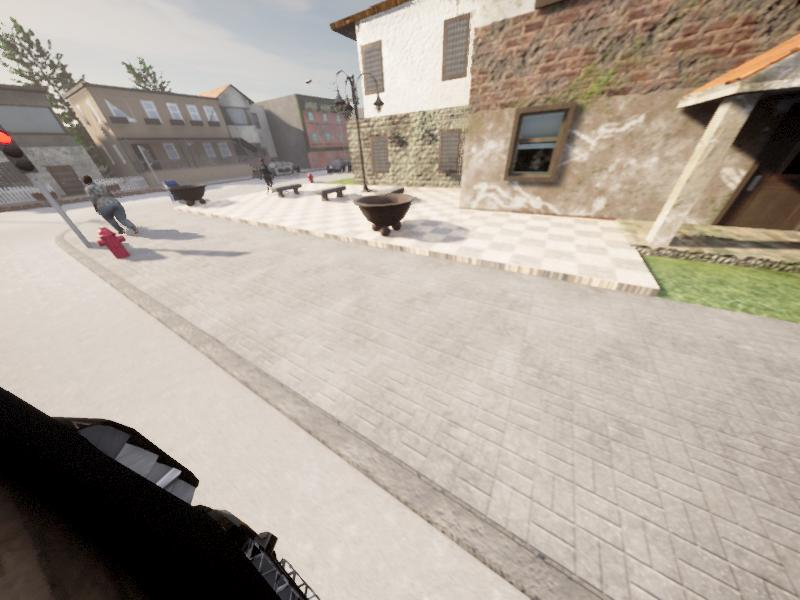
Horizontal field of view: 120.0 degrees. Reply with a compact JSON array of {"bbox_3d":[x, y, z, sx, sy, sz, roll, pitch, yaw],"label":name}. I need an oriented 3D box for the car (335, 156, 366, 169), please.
[{"bbox_3d":[-7.007,-19.803,33.180,1.994,1.385,4.181,16,38,26],"label":"car"}]

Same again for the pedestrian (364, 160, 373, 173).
[{"bbox_3d":[-3.185,-13.521,23.401,0.500,1.100,0.500,11,36,20],"label":"pedestrian"}]

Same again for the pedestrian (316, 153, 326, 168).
[{"bbox_3d":[-11.802,-20.856,34.481,0.751,1.860,0.751,5,34,12],"label":"pedestrian"}]

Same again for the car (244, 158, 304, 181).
[{"bbox_3d":[-13.190,-13.983,24.659,1.930,1.638,5.238,15,39,26],"label":"car"}]

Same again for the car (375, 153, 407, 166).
[{"bbox_3d":[-1.283,-21.164,34.740,2.033,1.411,5.357,18,39,28],"label":"car"}]

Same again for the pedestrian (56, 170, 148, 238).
[{"bbox_3d":[-9.303,-2.995,7.321,0.751,1.860,0.751,2,34,7],"label":"pedestrian"}]

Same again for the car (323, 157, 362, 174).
[{"bbox_3d":[-6.661,-15.850,27.189,1.994,1.385,4.181,17,39,28],"label":"car"}]

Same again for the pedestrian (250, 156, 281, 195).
[{"bbox_3d":[-7.525,-7.004,13.009,0.751,1.860,0.751,-4,34,-1],"label":"pedestrian"}]
